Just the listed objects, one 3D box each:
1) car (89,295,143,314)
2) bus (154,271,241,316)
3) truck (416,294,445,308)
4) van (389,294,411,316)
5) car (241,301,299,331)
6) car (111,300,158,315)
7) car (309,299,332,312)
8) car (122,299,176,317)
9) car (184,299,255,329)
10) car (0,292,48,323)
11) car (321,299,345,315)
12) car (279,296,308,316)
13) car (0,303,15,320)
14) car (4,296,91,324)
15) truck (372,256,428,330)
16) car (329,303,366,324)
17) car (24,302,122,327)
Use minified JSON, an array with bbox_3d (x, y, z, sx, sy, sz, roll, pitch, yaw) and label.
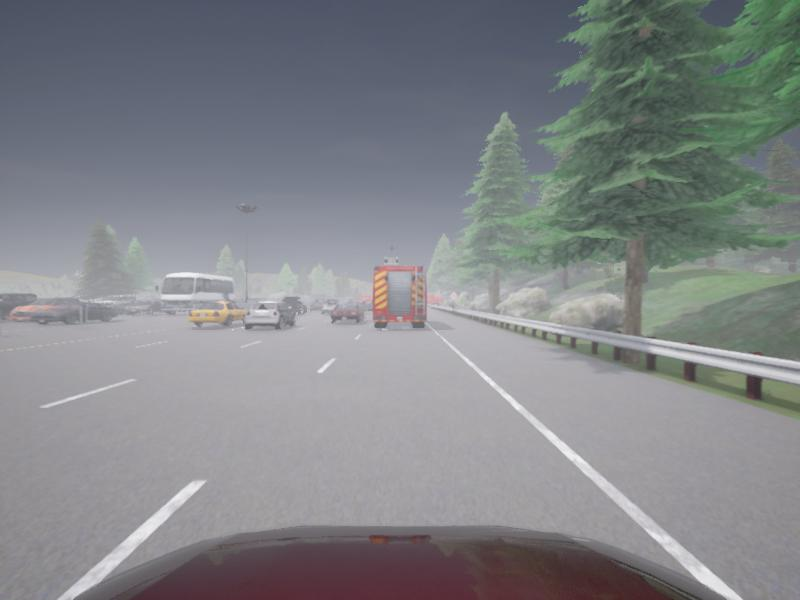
[{"bbox_3d":[-31.541,0.484,44.713,2.150,2.045,5.566,0,0,0],"label":"car"},{"bbox_3d":[-20.919,-0.616,42.423,3.944,4.253,10.273,0,0,0],"label":"bus"},{"bbox_3d":[5.588,0.206,74.831,5.204,2.467,2.627,0,0,-1],"label":"truck"},{"bbox_3d":[-0.030,0.495,40.578,2.069,2.038,4.480,0,0,-1],"label":"van"},{"bbox_3d":[-7.018,0.810,22.064,1.970,1.475,3.806,0,0,0],"label":"car"},{"bbox_3d":[-28.040,0.747,42.464,2.007,1.525,4.514,0,0,0],"label":"car"},{"bbox_3d":[-10.551,0.653,53.363,2.242,1.667,4.611,0,0,0],"label":"car"},{"bbox_3d":[-24.535,0.705,39.322,2.152,1.651,5.027,0,0,0],"label":"car"},{"bbox_3d":[-10.520,0.755,23.868,1.801,1.575,5.366,0,0,0],"label":"car"},{"bbox_3d":[-28.025,0.515,27.829,2.150,2.045,5.566,0,0,0],"label":"car"},{"bbox_3d":[-7.038,0.706,42.122,1.851,1.617,3.988,0,0,0],"label":"car"},{"bbox_3d":[-10.535,0.568,39.946,1.905,1.878,3.866,0,0,0],"label":"car"},{"bbox_3d":[-31.527,0.887,29.439,1.895,1.301,4.718,0,0,0],"label":"car"},{"bbox_3d":[-24.525,0.640,28.133,2.097,1.767,4.553,0,0,0],"label":"car"},{"bbox_3d":[-0.015,-0.370,24.769,2.891,3.827,8.468,0,0,0],"label":"truck"},{"bbox_3d":[-3.525,0.890,27.674,1.895,1.301,4.718,0,0,0],"label":"car"},{"bbox_3d":[-21.024,0.844,26.139,2.033,1.411,5.357,0,0,0],"label":"car"}]
